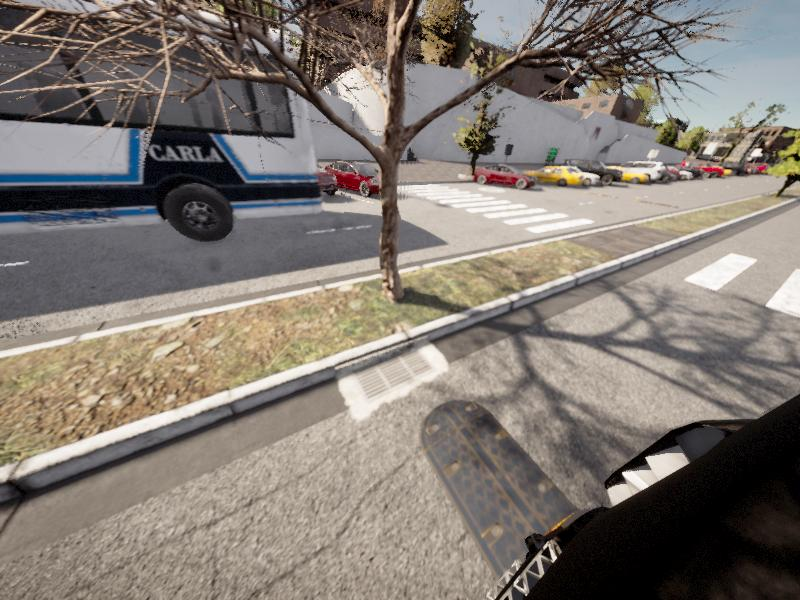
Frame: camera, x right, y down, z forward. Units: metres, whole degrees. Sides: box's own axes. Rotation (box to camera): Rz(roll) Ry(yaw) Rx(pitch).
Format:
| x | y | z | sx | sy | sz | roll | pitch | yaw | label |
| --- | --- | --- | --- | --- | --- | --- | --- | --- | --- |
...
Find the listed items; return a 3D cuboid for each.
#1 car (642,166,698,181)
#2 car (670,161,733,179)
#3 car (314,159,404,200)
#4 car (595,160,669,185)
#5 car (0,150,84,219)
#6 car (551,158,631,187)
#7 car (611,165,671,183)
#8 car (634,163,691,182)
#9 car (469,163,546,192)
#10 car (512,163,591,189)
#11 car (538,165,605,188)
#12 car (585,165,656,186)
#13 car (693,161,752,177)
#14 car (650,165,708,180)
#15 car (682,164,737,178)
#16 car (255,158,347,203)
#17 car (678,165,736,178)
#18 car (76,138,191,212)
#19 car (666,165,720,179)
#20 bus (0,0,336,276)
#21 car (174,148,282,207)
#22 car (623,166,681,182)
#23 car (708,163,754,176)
| x | y | z | sx | sy | sz | roll | pitch | yaw | label |
| --- | --- | --- | --- | --- | --- | --- | --- | --- | --- |
| 37.003 | -17.538 | 31.872 | 4.674 | 1.452 | 2.002 | 26 | 40 | 33 | car |
| 47.532 | -20.744 | 36.715 | 5.566 | 2.045 | 2.435 | 26 | 40 | 33 | car |
| -2.327 | -6.785 | 12.767 | 4.792 | 1.488 | 2.163 | 27 | 40 | 32 | car |
| 26.492 | -14.851 | 26.683 | 5.566 | 2.045 | 2.435 | 27 | 40 | 32 | car |
| -12.788 | -4.011 | 7.664 | 4.892 | 1.521 | 2.231 | 27 | 40 | 32 | car |
| 18.669 | -12.668 | 22.850 | 5.566 | 2.045 | 2.435 | 27 | 40 | 32 | car |
| 29.104 | -15.344 | 28.099 | 4.792 | 1.488 | 2.163 | 26 | 41 | 33 | car |
| 34.363 | -16.948 | 30.541 | 4.553 | 1.767 | 2.185 | 26 | 40 | 33 | car |
| 8.161 | -9.601 | 17.887 | 4.792 | 1.488 | 2.163 | 27 | 39 | 32 | car |
| 13.241 | -11.117 | 20.537 | 5.366 | 1.575 | 1.946 | 27 | 40 | 32 | car |
| 16.006 | -11.725 | 21.746 | 4.674 | 1.452 | 2.002 | 27 | 40 | 32 | car |
| 24.022 | -13.840 | 25.440 | 5.366 | 1.575 | 1.946 | 27 | 40 | 32 | car |
| 57.972 | -23.712 | 41.763 | 5.566 | 2.045 | 2.435 | 26 | 41 | 33 | car |
| 39.632 | -18.308 | 33.097 | 5.008 | 1.535 | 2.097 | 26 | 41 | 33 | car |
| 52.603 | -22.092 | 39.470 | 5.366 | 1.575 | 1.946 | 26 | 41 | 33 | car |
| -4.975 | -6.078 | 11.501 | 4.674 | 1.452 | 2.002 | 27 | 40 | 32 | car |
| 50.267 | -21.218 | 38.017 | 5.366 | 1.575 | 1.946 | 26 | 40 | 33 | car |
| -10.267 | -4.947 | 8.877 | 4.442 | 1.987 | 1.878 | 27 | 40 | 32 | car |
| 44.900 | -19.766 | 35.612 | 4.792 | 1.488 | 2.163 | 26 | 40 | 33 | car |
| -7.172 | -3.373 | 4.672 | 10.273 | 4.253 | 3.944 | -15 | 37 | -25 | bus |
| -7.553 | -5.508 | 10.126 | 4.553 | 1.767 | 2.185 | 27 | 40 | 32 | car |
| 31.759 | -16.060 | 29.360 | 4.674 | 1.452 | 2.002 | 26 | 40 | 33 | car |
| 63.262 | -25.050 | 44.324 | 4.553 | 1.767 | 2.185 | 26 | 41 | 33 | car |
